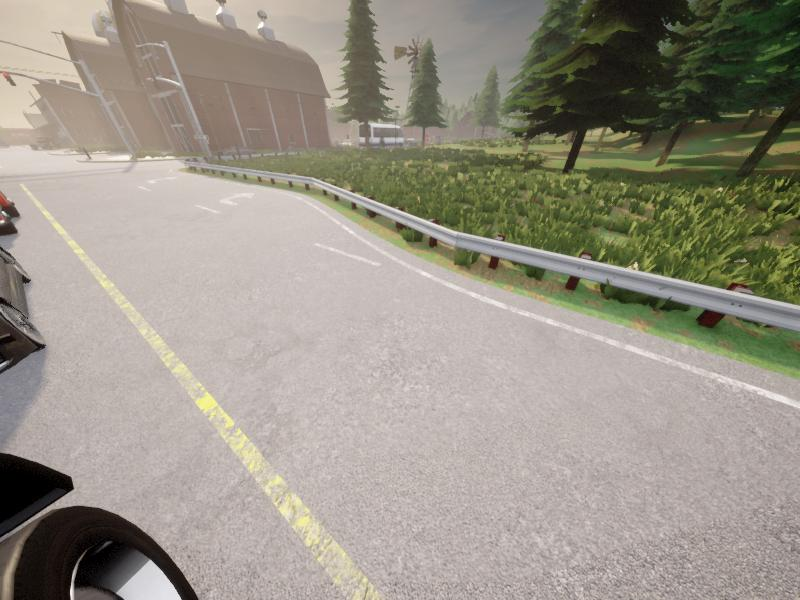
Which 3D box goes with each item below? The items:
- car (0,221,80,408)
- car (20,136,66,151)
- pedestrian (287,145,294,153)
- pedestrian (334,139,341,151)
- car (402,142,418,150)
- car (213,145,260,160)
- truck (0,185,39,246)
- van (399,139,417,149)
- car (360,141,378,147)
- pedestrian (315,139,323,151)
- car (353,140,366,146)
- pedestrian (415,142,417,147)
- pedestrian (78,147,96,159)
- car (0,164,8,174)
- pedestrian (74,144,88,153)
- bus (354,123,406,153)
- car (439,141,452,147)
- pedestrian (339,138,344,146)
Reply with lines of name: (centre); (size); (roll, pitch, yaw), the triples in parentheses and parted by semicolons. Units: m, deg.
car: (-6.372, -0.094, 2.713); (4.902, 1.511, 2.128); (22, 41, 28)
car: (-65.220, -28.694, 42.300); (3.866, 1.878, 1.905); (-6, 41, -6)
pedestrian: (-17.628, -24.385, 37.218); (0.500, 1.100, 0.500); (24, 42, 30)
pedestrian: (-11.830, -29.587, 43.989); (0.751, 1.860, 0.751); (16, 38, 21)
car: (2.144, -33.776, 50.633); (1.845, 1.501, 3.633); (22, 41, 28)
car: (-20.544, -18.655, 29.132); (1.994, 1.385, 4.181); (22, 41, 28)
truck: (-12.584, -2.885, 5.778); (5.204, 2.467, 2.627); (22, 40, 27)
van: (1.959, -37.336, 55.250); (2.069, 2.038, 4.480); (22, 41, 28)
car: (-8.922, -44.679, 66.097); (4.902, 1.511, 2.128); (21, 40, 27)
pedestrian: (-14.545, -27.782, 41.406); (0.751, 1.860, 0.751); (22, 40, 27)
car: (-13.433, -52.055, 76.528); (1.816, 1.474, 4.193); (22, 40, 27)
pedestrian: (4.493, -44.190, 65.510); (0.500, 1.100, 0.500); (-12, 37, -17)
pedestrian: (-33.735, -15.818, 24.888); (0.500, 1.100, 0.500); (1, 35, 1)
car: (-30.787, -9.020, 15.087); (4.611, 1.667, 2.242); (-11, 36, -15)
pedestrian: (-45.153, -21.414, 32.682); (0.500, 1.100, 0.500); (0, 35, 0)
bus: (-3.311, -30.539, 43.632); (3.944, 4.253, 10.273); (22, 41, 28)
car: (13.728, -46.749, 69.167); (1.837, 1.490, 4.892); (22, 41, 28)
pedestrian: (-16.542, -44.372, 64.958); (0.751, 1.860, 0.751); (16, 38, 21)
